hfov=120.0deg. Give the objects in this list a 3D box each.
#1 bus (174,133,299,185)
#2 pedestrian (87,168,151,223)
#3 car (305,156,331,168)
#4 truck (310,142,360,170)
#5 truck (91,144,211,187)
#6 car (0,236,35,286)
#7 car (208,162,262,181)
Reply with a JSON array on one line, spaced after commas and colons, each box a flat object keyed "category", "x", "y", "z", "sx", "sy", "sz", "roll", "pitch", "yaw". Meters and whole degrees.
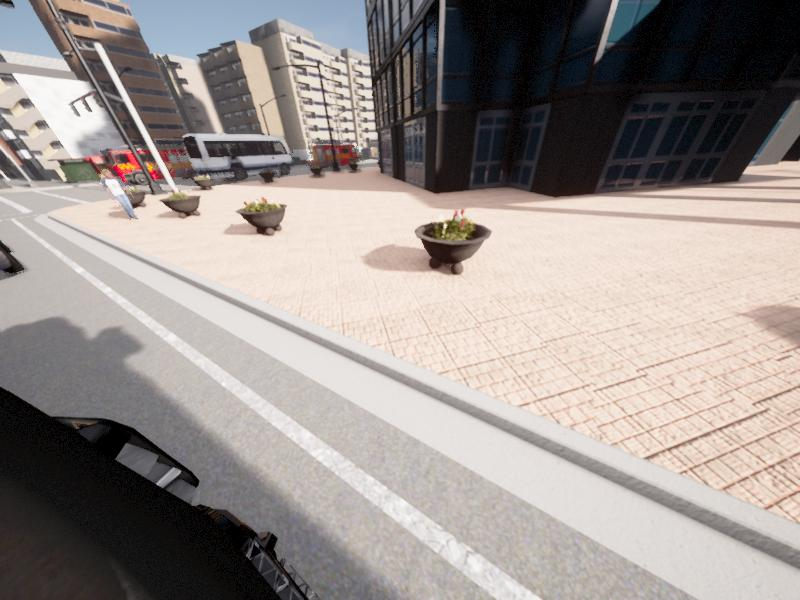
[{"category": "bus", "x": -17.585, "y": -16.184, "z": 26.345, "sx": 3.944, "sy": 4.253, "sz": 10.273, "roll": 16, "pitch": 37, "yaw": 26}, {"category": "pedestrian", "x": -11.002, "y": -4.117, "z": 9.103, "sx": 0.751, "sy": 1.860, "sz": 0.751, "roll": 19, "pitch": 39, "yaw": 30}, {"category": "car", "x": -16.362, "y": -27.638, "z": 46.290, "sx": 2.097, "sy": 1.767, "sz": 4.553, "roll": 16, "pitch": 37, "yaw": 26}, {"category": "truck", "x": -11.267, "y": -25.884, "z": 41.331, "sx": 2.891, "sy": 3.827, "sz": 8.468, "roll": 16, "pitch": 37, "yaw": 26}, {"category": "truck", "x": -28.923, "y": -16.247, "z": 27.654, "sx": 2.891, "sy": 3.827, "sz": 8.468, "roll": 16, "pitch": 37, "yaw": 26}, {"category": "car", "x": -11.394, "y": -1.279, "z": 5.337, "sx": 4.611, "sy": 1.667, "sz": 2.242, "roll": 16, "pitch": 38, "yaw": 26}, {"category": "car", "x": -20.330, "y": -16.055, "z": 28.751, "sx": 2.033, "sy": 1.649, "sz": 4.856, "roll": 16, "pitch": 37, "yaw": 26}]
